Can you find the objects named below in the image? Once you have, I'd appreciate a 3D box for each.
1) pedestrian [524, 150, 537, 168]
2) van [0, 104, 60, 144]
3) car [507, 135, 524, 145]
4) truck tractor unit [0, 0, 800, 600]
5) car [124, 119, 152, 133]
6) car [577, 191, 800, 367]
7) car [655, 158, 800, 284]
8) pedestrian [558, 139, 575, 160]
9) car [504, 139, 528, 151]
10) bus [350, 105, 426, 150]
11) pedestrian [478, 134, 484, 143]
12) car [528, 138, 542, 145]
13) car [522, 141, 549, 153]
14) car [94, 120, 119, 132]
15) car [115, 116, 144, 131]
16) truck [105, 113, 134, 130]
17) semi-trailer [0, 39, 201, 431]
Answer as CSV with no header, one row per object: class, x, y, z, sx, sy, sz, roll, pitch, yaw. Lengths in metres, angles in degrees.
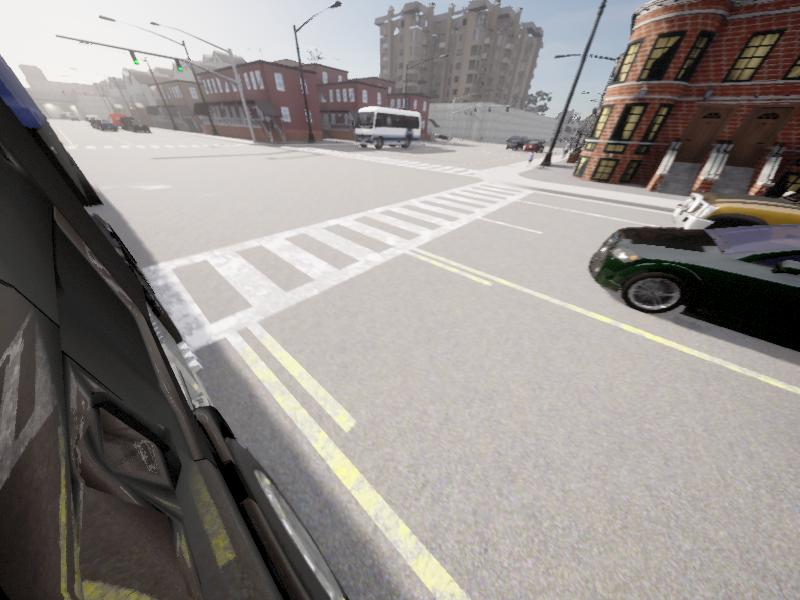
pedestrian,10.123,-10.944,17.911,0.500,1.100,0.500,20,40,22
van,-33.263,-15.796,20.730,5.915,2.561,1.988,28,43,30
car,32.591,-45.229,65.215,2.150,2.045,5.566,28,43,30
truck tractor unit,-2.645,-0.295,0.351,6.516,4.208,3.053,28,44,30
car,-44.672,-29.671,39.365,4.553,1.767,2.097,28,43,30
car,5.408,-0.290,3.279,4.181,1.385,1.994,28,43,30
car,8.799,-1.416,4.599,4.605,1.855,1.932,29,44,29
pedestrian,18.005,-16.263,24.974,0.751,1.860,0.751,29,44,31
car,20.048,-26.742,39.859,2.128,1.511,4.902,28,43,30
bus,-1.275,-22.904,30.978,3.944,4.253,10.273,28,43,30
pedestrian,21.848,-43.616,62.450,0.751,1.860,0.751,-24,44,-32
car,39.805,-46.701,68.097,1.882,1.535,5.008,28,43,30
car,22.047,-24.895,37.518,2.163,1.488,4.792,30,44,32
car,-49.344,-29.277,38.823,4.674,1.442,1.812,28,43,30
car,-50.224,-32.695,42.878,5.566,2.045,2.150,28,43,30
truck,-57.859,-36.844,47.650,5.204,2.467,2.627,29,44,30
semi-trailer,-8.706,-3.584,4.241,14.254,4.402,2.717,28,43,30
